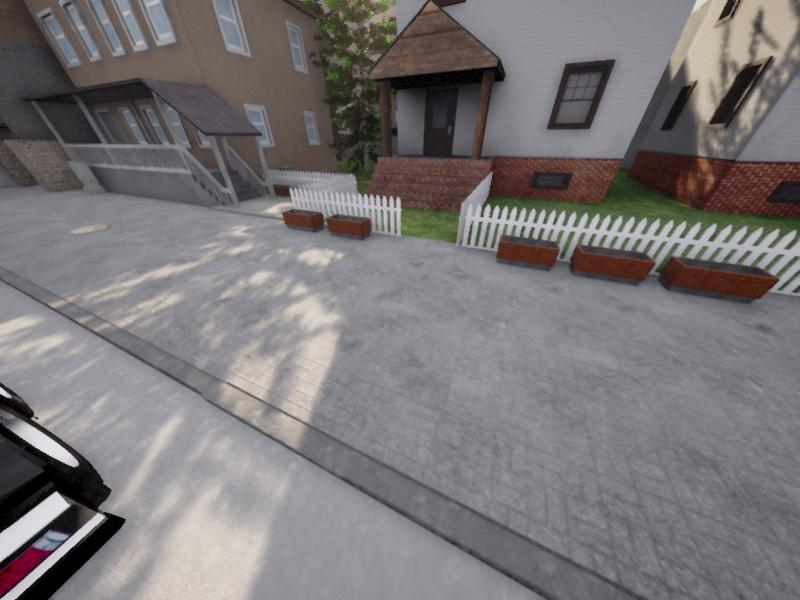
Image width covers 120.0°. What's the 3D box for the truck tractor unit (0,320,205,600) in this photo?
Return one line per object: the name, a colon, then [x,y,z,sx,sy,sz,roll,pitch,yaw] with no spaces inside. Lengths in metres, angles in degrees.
truck tractor unit: [-5.219,-0.174,0.624,6.516,4.208,3.053,14,38,19]
